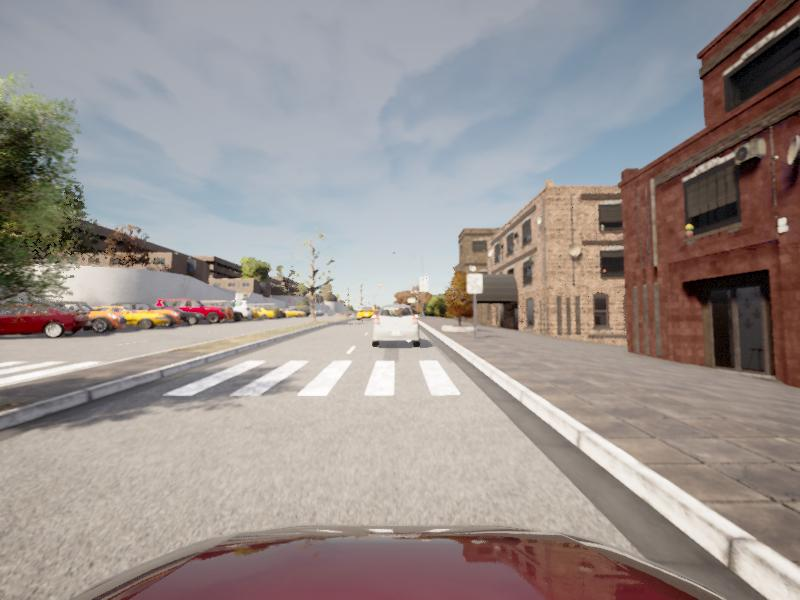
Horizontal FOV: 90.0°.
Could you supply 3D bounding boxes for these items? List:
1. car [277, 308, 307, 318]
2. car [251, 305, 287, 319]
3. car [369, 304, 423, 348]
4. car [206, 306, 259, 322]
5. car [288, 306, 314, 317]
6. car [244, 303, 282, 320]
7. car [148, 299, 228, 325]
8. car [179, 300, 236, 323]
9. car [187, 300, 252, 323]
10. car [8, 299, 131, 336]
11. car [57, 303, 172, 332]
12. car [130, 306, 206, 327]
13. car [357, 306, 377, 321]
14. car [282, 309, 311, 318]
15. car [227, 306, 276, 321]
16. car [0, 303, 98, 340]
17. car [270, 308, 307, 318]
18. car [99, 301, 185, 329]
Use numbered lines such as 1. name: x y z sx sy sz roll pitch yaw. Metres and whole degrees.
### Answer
1. car: -17.793 2.158 65.870 4.674 1.452 2.002 0 -2 -21
2. car: -17.666 1.644 53.957 4.553 1.767 2.185 0 -2 -21
3. car: -0.161 0.925 15.603 1.845 1.501 3.633 0 0 -1
4. car: -17.483 1.426 42.056 5.008 1.535 2.097 0 -2 -21
5. car: -17.763 2.066 71.874 4.442 1.987 1.878 0 -2 -21
6. car: -17.492 1.457 51.037 4.442 1.987 1.878 0 -2 -21
7. car: -17.339 0.954 33.150 5.566 2.045 2.435 0 -2 -21
8. car: -17.296 1.046 36.152 4.442 1.987 1.878 0 -2 -21
9. car: -17.467 1.094 39.073 5.566 2.045 2.435 0 -1 -21
10. car: -17.238 0.869 21.220 4.553 1.767 2.185 -1 -1 -21
11. car: -17.073 1.033 24.275 5.366 1.575 1.946 0 -1 -21
12. car: -17.325 1.183 30.152 4.674 1.452 2.002 0 -1 -21
13. car: -3.554 1.484 44.514 1.882 1.535 5.008 0 -2 -1
14. car: -17.825 2.245 68.842 4.674 1.452 2.002 0 -2 -21
15. car: -17.728 1.593 47.938 5.366 1.575 1.946 0 -1 -21
16. car: -17.159 0.957 18.251 5.008 1.535 2.097 -1 0 -21
17. car: -17.579 2.027 62.961 5.366 1.575 1.946 0 -2 -21
18. car: -17.314 0.963 27.170 4.553 1.767 2.185 0 -1 -21
